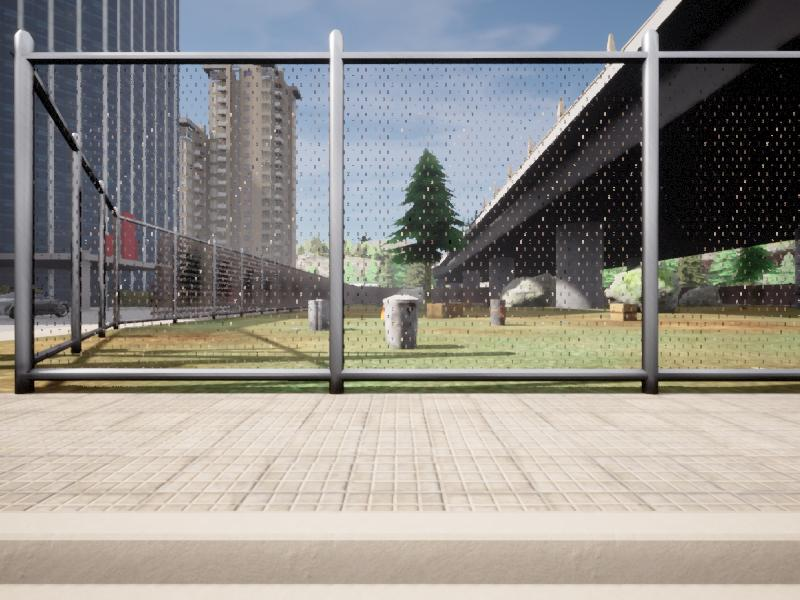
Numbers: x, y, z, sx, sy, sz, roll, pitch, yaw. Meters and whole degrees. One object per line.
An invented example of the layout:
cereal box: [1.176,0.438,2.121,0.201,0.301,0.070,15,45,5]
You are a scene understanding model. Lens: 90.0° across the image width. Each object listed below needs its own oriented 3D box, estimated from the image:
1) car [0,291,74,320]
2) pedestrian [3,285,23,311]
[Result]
car: [-19.454,0.253,20.597,1.994,1.385,4.181,0,0,-1]
pedestrian: [-28.272,-0.169,29.217,0.751,1.860,0.751,0,0,10]
